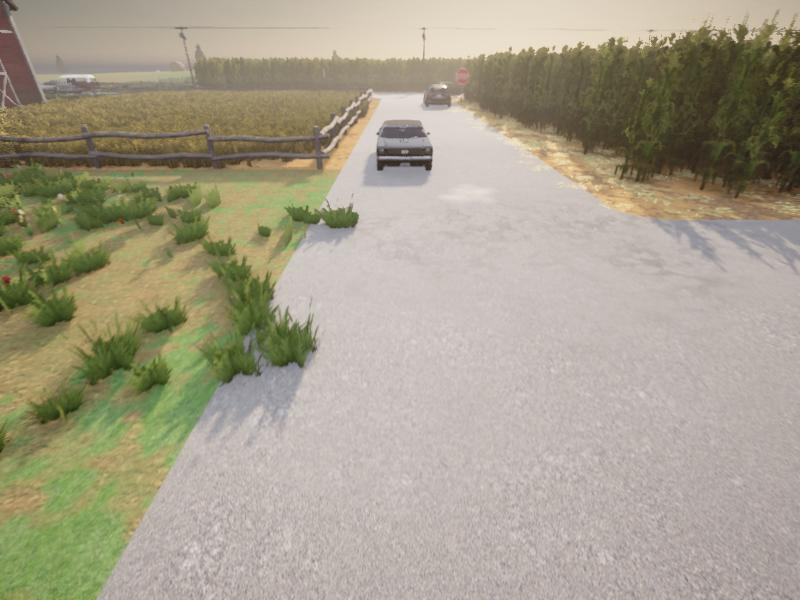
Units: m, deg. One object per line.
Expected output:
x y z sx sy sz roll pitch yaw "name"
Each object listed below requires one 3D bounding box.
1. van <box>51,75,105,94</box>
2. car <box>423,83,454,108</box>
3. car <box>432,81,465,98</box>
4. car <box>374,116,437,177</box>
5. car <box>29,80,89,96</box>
-40.068 -26.852 49.833 4.480 2.038 2.069 0 30 0 "van"
3.240 -17.938 34.985 2.242 1.667 4.611 0 30 0 "car"
5.520 -23.846 45.273 1.970 1.475 3.806 19 35 30 "car"
0.110 -5.663 14.386 1.895 1.301 4.718 -1 30 -1 "car"
-40.139 -25.045 47.184 4.974 1.542 2.038 0 30 0 "car"
